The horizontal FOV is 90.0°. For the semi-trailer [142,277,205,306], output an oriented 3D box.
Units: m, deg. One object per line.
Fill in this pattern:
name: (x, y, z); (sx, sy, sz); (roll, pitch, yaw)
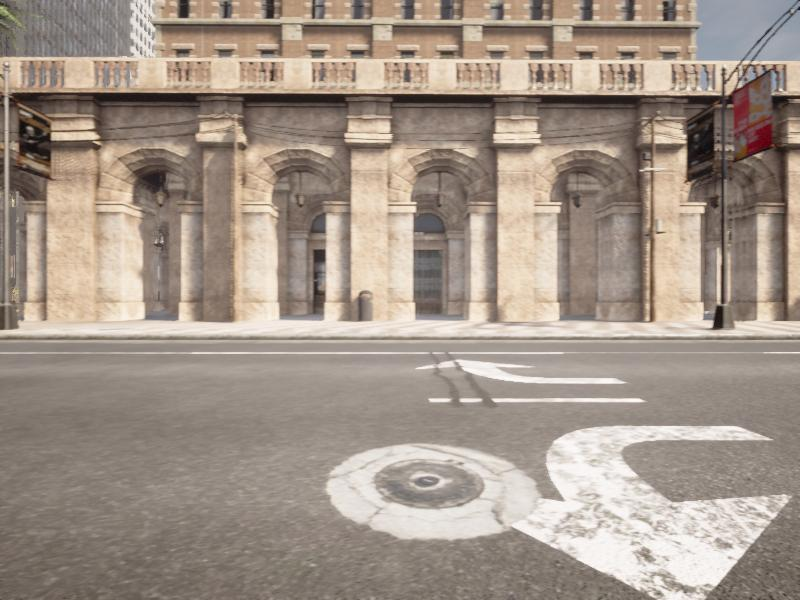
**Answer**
semi-trailer: (-37.991, -1.230, 68.043); (2.717, 4.402, 14.254); (0, 0, 0)

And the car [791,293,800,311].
car: (36.361, 0.188, 33.681); (2.033, 1.649, 4.856); (0, 0, 0)
